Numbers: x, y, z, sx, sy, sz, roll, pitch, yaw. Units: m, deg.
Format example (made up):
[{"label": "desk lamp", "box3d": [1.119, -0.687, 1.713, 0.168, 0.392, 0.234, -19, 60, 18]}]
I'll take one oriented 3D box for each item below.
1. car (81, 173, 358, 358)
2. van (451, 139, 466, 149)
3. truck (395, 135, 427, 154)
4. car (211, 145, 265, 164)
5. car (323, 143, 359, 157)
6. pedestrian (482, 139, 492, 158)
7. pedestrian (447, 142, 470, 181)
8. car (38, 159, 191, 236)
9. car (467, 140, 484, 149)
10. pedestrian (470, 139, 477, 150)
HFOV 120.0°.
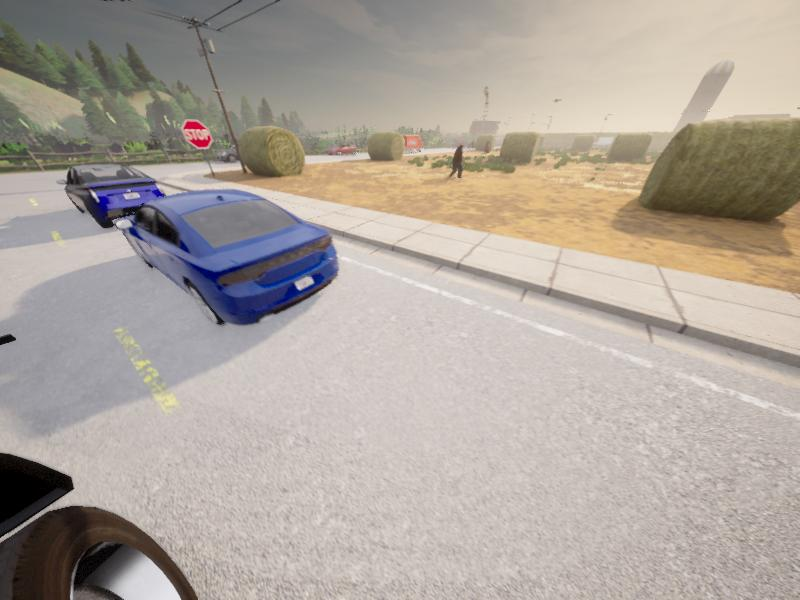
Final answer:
[{"label": "car", "box3d": [-3.336, -1.173, 4.213, 5.008, 1.535, 1.882, 22, 40, 28]}, {"label": "van", "box3d": [14.374, -38.354, 56.644, 1.775, 1.987, 4.442, 24, 42, 30]}, {"label": "truck", "box3d": [1.817, -25.808, 38.330, 2.627, 2.467, 5.204, 24, 42, 30]}, {"label": "car", "box3d": [-16.490, -14.995, 23.709, 1.970, 1.475, 3.806, 24, 42, 30]}, {"label": "car", "box3d": [-8.235, -21.200, 32.533, 2.007, 1.525, 4.514, 24, 42, 30]}, {"label": "pedestrian", "box3d": [10.713, -18.689, 28.526, 0.751, 1.860, 0.751, 15, 38, 19]}, {"label": "pedestrian", "box3d": [3.366, -8.025, 13.363, 0.751, 1.860, 0.751, -14, 38, -19]}, {"label": "car", "box3d": [-9.396, -3.598, 7.615, 4.514, 1.525, 2.007, 22, 41, 28]}, {"label": "car", "box3d": [18.526, -38.067, 56.444, 2.097, 1.767, 4.553, 24, 42, 30]}, {"label": "pedestrian", "box3d": [14.296, -30.354, 45.100, 0.751, 1.860, 0.751, 23, 41, 29]}]
